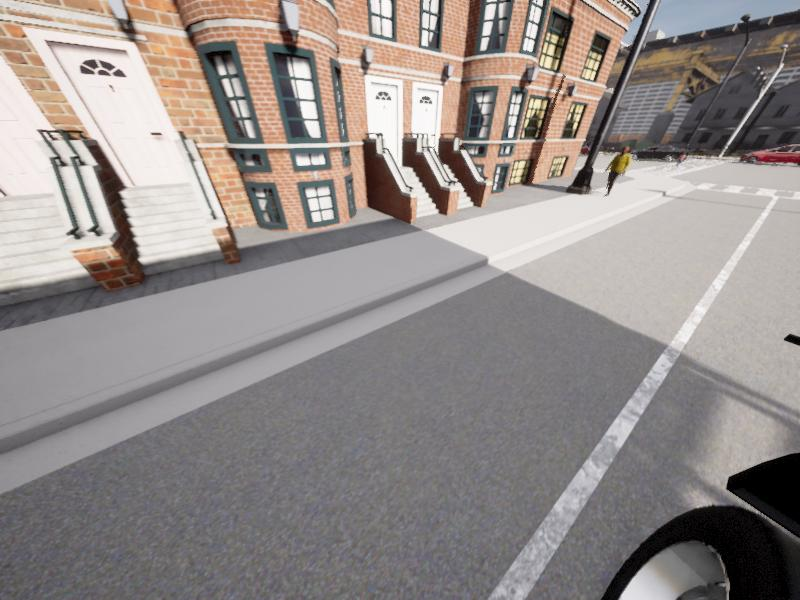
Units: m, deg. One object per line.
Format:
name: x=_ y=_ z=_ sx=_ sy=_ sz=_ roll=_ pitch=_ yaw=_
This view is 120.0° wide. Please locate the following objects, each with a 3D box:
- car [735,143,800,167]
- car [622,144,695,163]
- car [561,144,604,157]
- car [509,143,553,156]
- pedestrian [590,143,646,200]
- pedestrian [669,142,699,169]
car: x=35.144 y=-13.312 z=21.180 sx=2.242 sy=1.667 sz=4.611 roll=-21 pitch=41 yaw=-27
car: x=27.758 y=-15.920 z=25.044 sx=1.837 sy=1.490 sz=4.892 roll=-21 pitch=41 yaw=-27
car: x=25.665 y=-21.248 z=32.695 sx=1.994 sy=1.385 sz=4.181 roll=-21 pitch=40 yaw=-27
car: x=19.587 y=-22.825 z=34.924 sx=2.033 sy=1.411 sz=5.357 roll=-21 pitch=40 yaw=-27
pedestrian: x=8.518 y=-5.040 z=9.095 sx=0.751 sy=1.860 sz=0.751 roll=-23 pitch=41 yaw=-29
pedestrian: x=23.551 y=-12.036 z=19.205 sx=0.751 sy=1.860 sz=0.751 roll=-26 pitch=42 yaw=-31
